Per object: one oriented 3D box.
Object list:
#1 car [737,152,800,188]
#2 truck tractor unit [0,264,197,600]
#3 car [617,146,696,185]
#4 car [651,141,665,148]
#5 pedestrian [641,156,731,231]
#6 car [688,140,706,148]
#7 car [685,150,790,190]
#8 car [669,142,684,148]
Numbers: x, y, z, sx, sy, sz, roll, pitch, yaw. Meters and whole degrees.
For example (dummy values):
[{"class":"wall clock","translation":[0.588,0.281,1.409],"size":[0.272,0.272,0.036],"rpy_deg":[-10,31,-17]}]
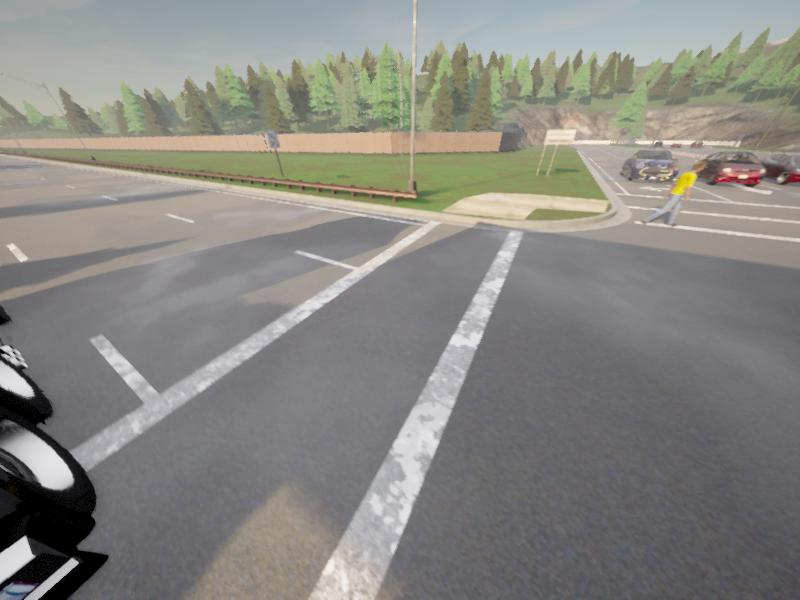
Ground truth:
[{"class":"car","translation":[23.298,-7.743,13.598],"size":[2.163,1.488,4.792],"rpy_deg":[18,39,25]},{"class":"truck tractor unit","translation":[-5.119,-0.291,0.783],"size":[6.516,4.208,3.053],"rpy_deg":[18,39,24]},{"class":"car","translation":[16.201,-8.838,14.974],"size":[2.097,1.767,4.553],"rpy_deg":[18,39,25]},{"class":"car","translation":[67.096,-40.383,60.031],"size":[1.837,1.490,4.892],"rpy_deg":[27,43,34]},{"class":"pedestrian","translation":[8.241,-3.110,6.801],"size":[0.751,1.860,0.751],"rpy_deg":[16,38,22]},{"class":"car","translation":[76.257,-40.106,59.285],"size":[4.553,1.767,2.097],"rpy_deg":[-28,43,-34]},{"class":"car","translation":[19.149,-7.699,13.469],"size":[1.851,1.617,3.988],"rpy_deg":[18,39,25]},{"class":"car","translation":[71.346,-39.986,59.586],"size":[4.718,1.301,1.895],"rpy_deg":[-29,44,-34]}]
